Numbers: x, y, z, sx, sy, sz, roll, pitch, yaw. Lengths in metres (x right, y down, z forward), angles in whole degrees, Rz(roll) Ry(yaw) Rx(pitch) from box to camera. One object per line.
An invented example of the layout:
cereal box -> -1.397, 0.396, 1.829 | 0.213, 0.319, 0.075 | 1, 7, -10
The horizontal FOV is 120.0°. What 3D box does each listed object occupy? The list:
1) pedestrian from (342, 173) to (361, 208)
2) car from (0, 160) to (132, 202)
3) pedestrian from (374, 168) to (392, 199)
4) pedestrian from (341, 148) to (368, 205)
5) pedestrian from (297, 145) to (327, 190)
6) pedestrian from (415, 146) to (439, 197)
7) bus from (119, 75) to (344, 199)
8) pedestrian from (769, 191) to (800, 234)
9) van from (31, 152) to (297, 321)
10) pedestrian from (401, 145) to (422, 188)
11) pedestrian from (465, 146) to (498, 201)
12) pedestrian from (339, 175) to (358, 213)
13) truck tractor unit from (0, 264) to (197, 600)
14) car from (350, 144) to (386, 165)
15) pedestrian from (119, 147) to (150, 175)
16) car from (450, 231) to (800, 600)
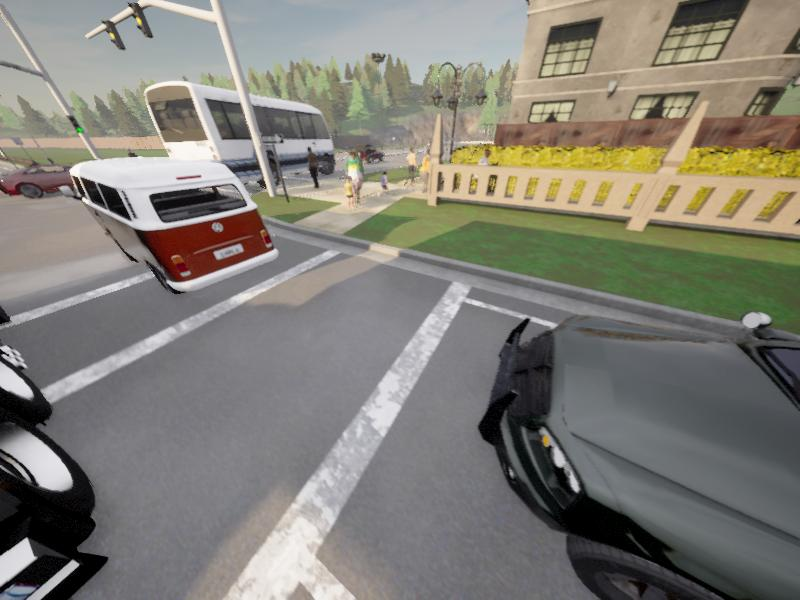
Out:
pedestrian -> -1.782, -4.030, 8.540 | 0.500, 1.100, 0.500 | -3, 35, -4
car -> -17.852, -6.467, 12.262 | 1.994, 1.385, 4.181 | 17, 38, 23
pedestrian -> -0.716, -5.005, 9.931 | 0.500, 1.100, 0.500 | 22, 41, 29
pedestrian -> -1.720, -4.770, 8.937 | 0.751, 1.860, 0.751 | -2, 35, -2
pedestrian -> -4.391, -6.647, 11.605 | 0.751, 1.860, 0.751 | 18, 39, 24
pedestrian -> 1.149, -5.587, 10.085 | 0.751, 1.860, 0.751 | 12, 37, 18
bus -> -8.094, -9.638, 14.215 | 3.944, 4.253, 10.273 | 9, 36, 15
pedestrian -> 10.873, -2.644, 5.769 | 0.751, 1.860, 0.751 | 16, 38, 22
van -> -4.681, -1.713, 4.729 | 4.480, 2.038, 2.069 | 21, 40, 27
pedestrian -> 0.585, -6.990, 12.106 | 0.751, 1.860, 0.751 | 21, 40, 28
pedestrian -> 3.325, -5.185, 9.488 | 0.751, 1.860, 0.751 | 19, 39, 26
pedestrian -> -1.763, -3.678, 8.034 | 0.500, 1.100, 0.500 | -5, 35, -7
truck tractor unit -> -5.108, -0.303, 0.782 | 6.516, 4.208, 3.053 | 18, 39, 24
car -> -3.550, -16.660, 26.320 | 1.905, 1.878, 3.866 | 18, 39, 25
pedestrian -> -21.528, -11.309, 18.780 | 0.751, 1.860, 0.751 | 16, 38, 22
car -> 3.034, 1.145, 0.989 | 4.974, 1.542, 2.038 | 18, 39, 24
